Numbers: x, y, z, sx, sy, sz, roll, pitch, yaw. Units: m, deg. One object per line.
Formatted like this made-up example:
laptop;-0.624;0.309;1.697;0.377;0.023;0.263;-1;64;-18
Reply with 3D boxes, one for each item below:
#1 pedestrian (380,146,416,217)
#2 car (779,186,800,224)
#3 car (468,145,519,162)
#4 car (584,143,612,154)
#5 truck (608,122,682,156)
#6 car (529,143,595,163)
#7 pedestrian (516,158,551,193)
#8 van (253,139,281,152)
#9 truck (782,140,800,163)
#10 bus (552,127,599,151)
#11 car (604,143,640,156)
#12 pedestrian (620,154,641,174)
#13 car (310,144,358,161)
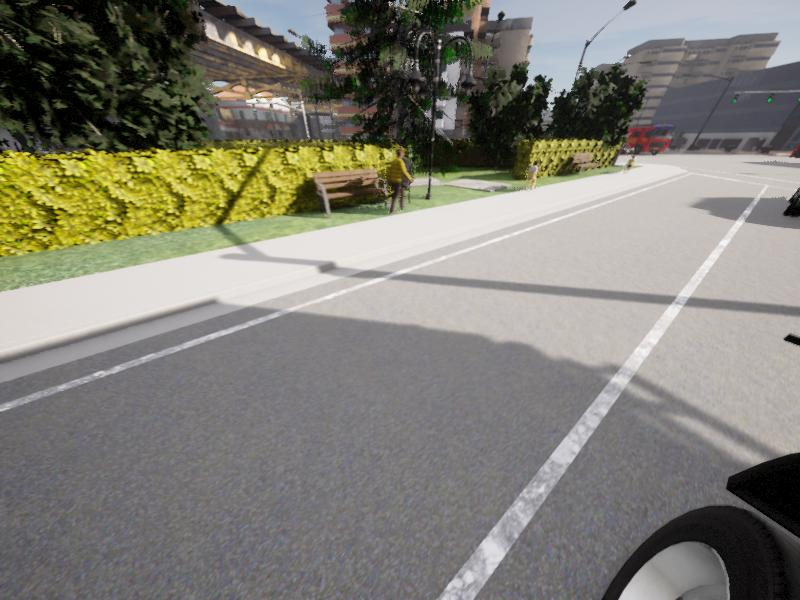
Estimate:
pedestrian;-0.051;-3.708;7.263;0.751;1.860;0.751;-21;40;-27
car;15.129;-3.800;7.414;5.566;2.045;2.150;-22;40;-27
car;10.127;-16.237;25.585;4.792;1.488;2.163;6;36;9
car;34.471;-26.506;40.360;1.994;1.385;4.181;6;35;9
truck;37.087;-24.762;35.655;2.891;3.827;8.468;6;35;8
car;16.940;-15.577;24.474;5.027;1.651;2.152;6;36;9
pedestrian;6.005;-5.649;10.456;0.751;1.300;0.751;-18;39;-23
van;-26.010;-30.311;45.334;2.069;2.038;4.480;6;36;9
truck;40.676;-13.483;19.434;2.891;3.827;8.468;6;35;8
bus;41.331;-38.392;55.158;3.944;4.253;10.273;3;35;5
car;33.189;-22.647;34.668;1.970;1.475;3.806;6;35;9
pedestrian;15.357;-9.063;15.399;0.500;1.100;0.500;-28;44;-33
car;-8.046;-18.224;28.417;5.027;1.651;2.152;6;36;9
